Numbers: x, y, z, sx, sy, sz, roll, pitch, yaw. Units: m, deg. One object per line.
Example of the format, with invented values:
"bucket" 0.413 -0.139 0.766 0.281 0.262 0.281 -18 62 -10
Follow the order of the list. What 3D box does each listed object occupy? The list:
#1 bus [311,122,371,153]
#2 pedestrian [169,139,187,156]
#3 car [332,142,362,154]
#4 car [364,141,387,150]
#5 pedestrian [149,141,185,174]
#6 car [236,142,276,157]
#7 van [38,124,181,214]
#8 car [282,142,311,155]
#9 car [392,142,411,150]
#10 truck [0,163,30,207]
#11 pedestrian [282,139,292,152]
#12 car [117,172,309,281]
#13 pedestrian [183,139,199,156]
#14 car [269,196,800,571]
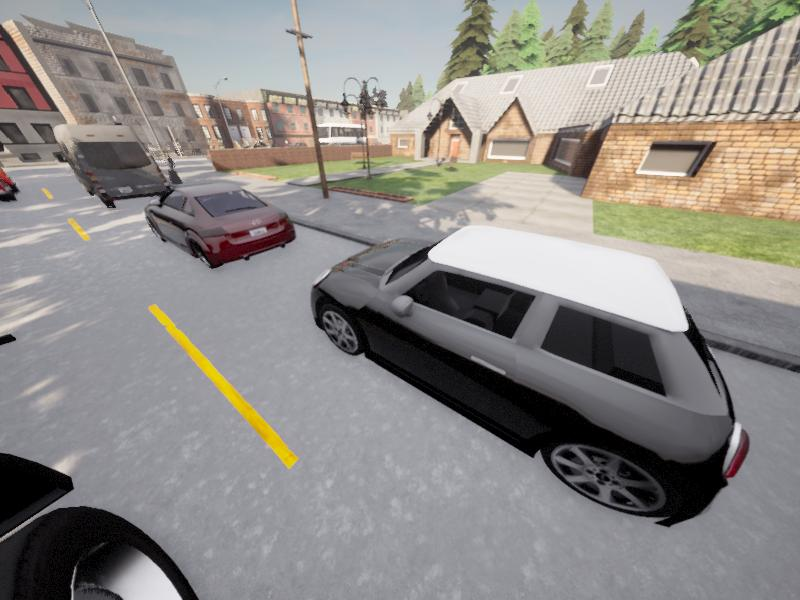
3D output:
"bus" -10.335 -29.898 42.592 3.944 4.253 10.273 22 41 28
"pedestrian" -28.415 -19.497 29.550 0.751 1.860 0.751 14 37 19
"car" -8.974 -26.024 39.458 1.882 1.535 5.008 22 41 28
"car" -5.079 -33.205 49.642 1.801 1.575 5.366 22 41 28
"pedestrian" -15.793 -9.713 15.737 0.751 1.860 0.751 3 35 4
"car" -20.007 -21.077 32.297 1.851 1.617 3.988 22 41 28
"van" -12.066 -5.605 9.583 5.915 2.561 1.988 23 41 28
"car" -16.340 -24.026 36.575 1.845 1.501 3.633 22 41 28
"car" 0.353 -33.571 50.321 1.812 1.442 4.674 22 40 28
"truck" -17.702 -5.095 8.884 5.204 2.467 2.627 22 41 28
"pedestrian" -20.241 -27.762 41.427 0.751 1.860 0.751 14 38 19
"car" -4.559 -2.101 5.677 4.181 1.385 1.994 22 41 28
"pedestrian" -27.253 -19.937 30.184 0.751 1.860 0.751 23 41 29
"car" 0.765 0.030 2.596 3.806 1.475 1.970 22 41 28
